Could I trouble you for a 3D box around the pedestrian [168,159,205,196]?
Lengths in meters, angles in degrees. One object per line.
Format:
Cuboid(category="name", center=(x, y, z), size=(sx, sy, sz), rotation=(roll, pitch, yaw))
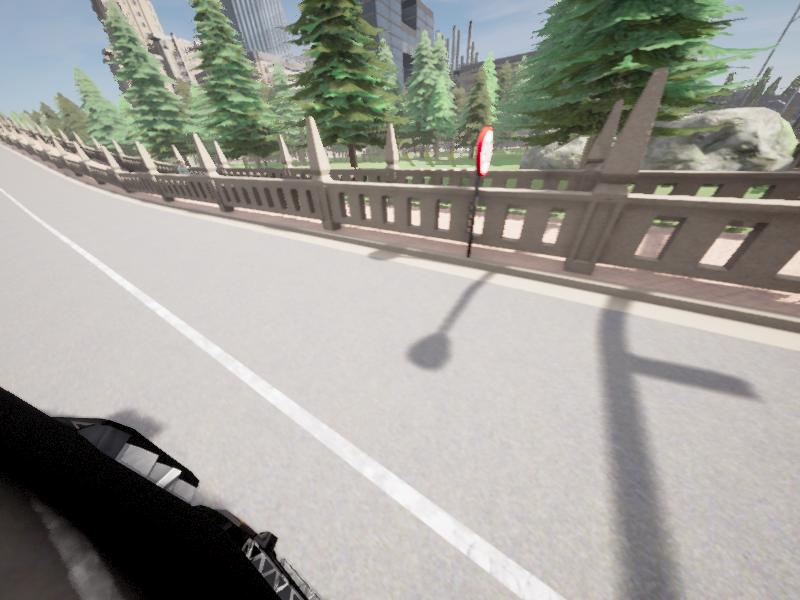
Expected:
Cuboid(category="pedestrian", center=(-12.723, -7.355, 13.839), size=(0.751, 1.860, 0.751), rotation=(17, 39, 27))
